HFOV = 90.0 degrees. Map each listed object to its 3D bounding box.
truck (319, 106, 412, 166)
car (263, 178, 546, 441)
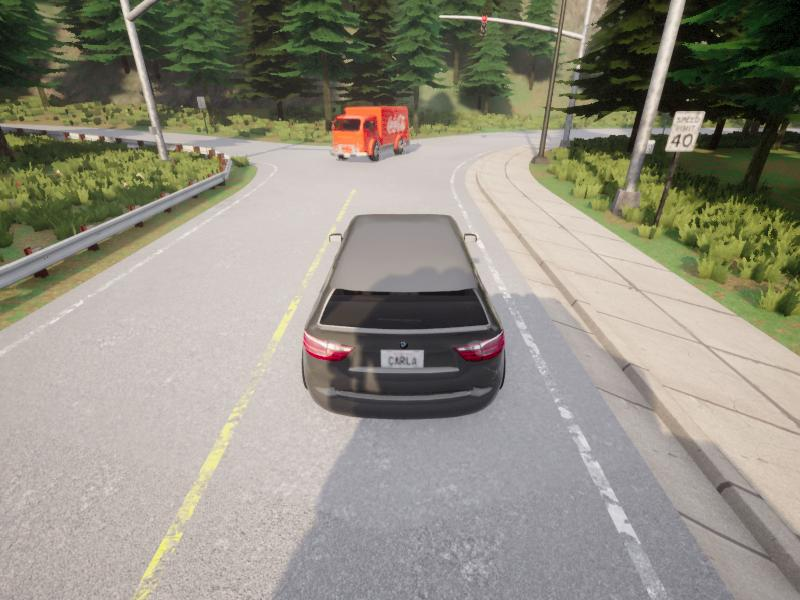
[{"bbox_3d":[-1.543,-8.762,20.970,2.627,2.467,5.204,10,29,21],"label":"truck"},{"bbox_3d":[0.043,-0.416,5.592,2.242,1.667,4.611,0,27,0],"label":"car"}]
